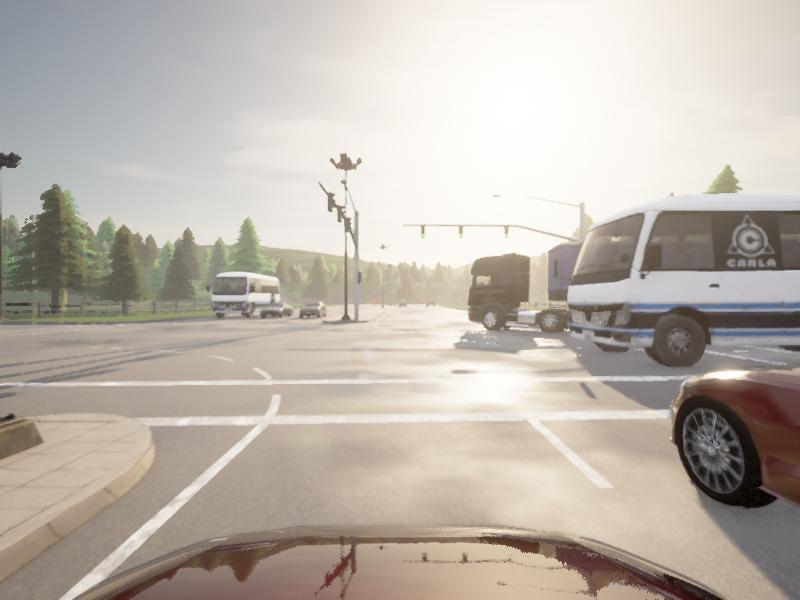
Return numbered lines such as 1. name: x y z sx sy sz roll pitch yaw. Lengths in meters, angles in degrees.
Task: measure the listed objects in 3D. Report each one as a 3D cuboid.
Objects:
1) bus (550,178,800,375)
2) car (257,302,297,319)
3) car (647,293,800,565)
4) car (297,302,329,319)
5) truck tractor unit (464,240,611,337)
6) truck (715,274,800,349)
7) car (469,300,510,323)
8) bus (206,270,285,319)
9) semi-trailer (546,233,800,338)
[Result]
1. bus: 9.916 -0.521 10.703 10.273 4.253 3.944 0 0 -1
2. car: -11.462 0.949 37.678 2.033 1.411 5.357 0 0 0
3. car: 3.502 0.783 1.425 2.152 1.651 5.027 0 0 0
4. car: -7.961 0.897 36.992 1.837 1.490 4.892 0 0 0
5. truck tractor unit: 6.938 -0.497 20.442 6.516 4.208 3.053 0 0 33
6. truck: 15.012 0.373 14.437 5.204 2.467 2.627 0 0 1
7. car: 6.920 0.824 31.485 2.033 1.649 4.856 0 0 0
8. bus: -14.837 -0.477 39.760 3.944 4.253 10.273 0 0 0
9. semi-trailer: 14.477 -0.600 18.501 14.254 4.402 2.717 0 0 8
